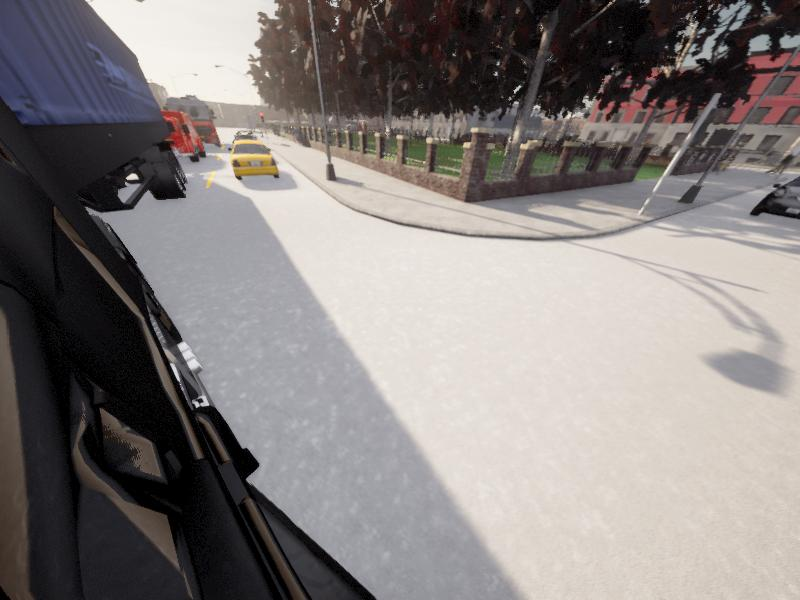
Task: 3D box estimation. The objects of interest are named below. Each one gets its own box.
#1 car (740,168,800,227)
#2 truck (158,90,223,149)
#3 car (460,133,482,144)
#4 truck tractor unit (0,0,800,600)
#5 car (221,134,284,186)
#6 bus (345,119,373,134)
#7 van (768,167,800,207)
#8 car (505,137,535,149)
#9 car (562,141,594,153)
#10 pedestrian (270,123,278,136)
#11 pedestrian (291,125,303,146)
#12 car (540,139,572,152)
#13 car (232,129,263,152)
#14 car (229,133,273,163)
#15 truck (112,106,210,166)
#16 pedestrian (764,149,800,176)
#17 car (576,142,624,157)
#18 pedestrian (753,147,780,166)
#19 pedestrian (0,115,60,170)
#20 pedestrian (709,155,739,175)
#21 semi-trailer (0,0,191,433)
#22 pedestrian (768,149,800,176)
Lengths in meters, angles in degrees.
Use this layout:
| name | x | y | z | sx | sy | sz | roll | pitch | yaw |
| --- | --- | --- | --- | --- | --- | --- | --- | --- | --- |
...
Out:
| name | x | y | z | sx | sy | sz | roll | pitch | yaw |
| --- | --- | --- | --- | --- | --- | --- | --- | --- | --- |
| car | 14.890 | -3.757 | 8.372 | 3.633 | 1.501 | 1.845 | -17 | 41 | -24 |
| truck | -19.857 | -17.408 | 22.545 | 2.891 | 3.827 | 8.468 | -19 | 42 | -26 |
| car | 16.030 | -36.906 | 52.625 | 1.932 | 1.855 | 4.605 | -17 | 41 | -24 |
| truck tractor unit | -2.645 | -0.295 | 0.351 | 6.516 | 4.208 | 3.053 | 28 | 44 | 30 |
| car | -7.224 | -7.043 | 11.325 | 1.801 | 1.575 | 5.366 | -17 | 41 | -24 |
| bus | -16.553 | -70.257 | 93.660 | 10.273 | 4.253 | 3.944 | 8 | 37 | 7 |
| van | 20.301 | -5.622 | 10.792 | 4.480 | 2.038 | 2.069 | -17 | 41 | -24 |
| car | 22.530 | -29.703 | 43.671 | 2.007 | 1.525 | 4.514 | -17 | 41 | -24 |
| car | 30.239 | -26.175 | 39.430 | 1.845 | 1.501 | 3.633 | -17 | 41 | -24 |
| pedestrian | -22.430 | -30.366 | 41.194 | 0.751 | 1.860 | 0.751 | -17 | 41 | -25 |
| pedestrian | -11.563 | -18.546 | 26.031 | 0.751 | 1.860 | 0.751 | -17 | 41 | -24 |
| car | 26.075 | -25.866 | 38.728 | 1.789 | 1.549 | 3.705 | -17 | 41 | -24 |
| car | -13.947 | -14.613 | 21.094 | 1.845 | 1.501 | 3.633 | -18 | 42 | -26 |
| car | -10.741 | -10.938 | 16.483 | 2.033 | 1.411 | 5.357 | -18 | 41 | -25 |
| truck | -13.993 | -10.009 | 14.140 | 2.627 | 2.467 | 5.204 | -17 | 40 | -24 |
| pedestrian | 32.402 | -11.563 | 19.474 | 0.751 | 1.860 | 0.751 | -6 | 38 | -12 |
| car | 29.390 | -22.240 | 34.125 | 1.837 | 1.490 | 4.892 | -18 | 41 | -25 |
| pedestrian | 44.243 | -17.280 | 27.898 | 0.751 | 1.860 | 0.751 | -14 | 40 | -21 |
| pedestrian | -15.949 | -6.657 | 9.787 | 0.751 | 1.860 | 0.751 | -17 | 41 | -24 |
| pedestrian | 25.853 | -10.762 | 18.450 | 0.751 | 1.300 | 0.751 | -17 | 41 | -24 |
| semi-trailer | -7.528 | -4.203 | 5.118 | 2.717 | 4.402 | 14.254 | -21 | 43 | -28 |
| pedestrian | 33.111 | -11.714 | 19.722 | 0.751 | 1.860 | 0.751 | -11 | 39 | -17 |
